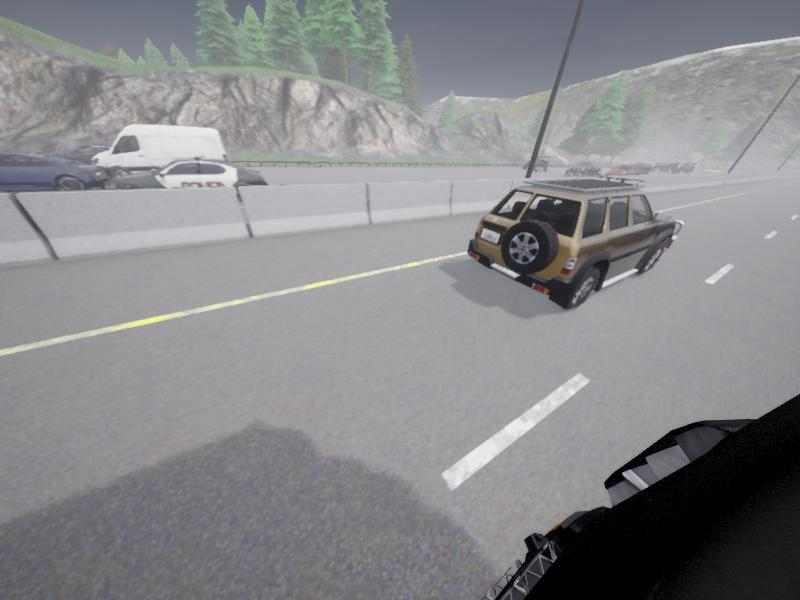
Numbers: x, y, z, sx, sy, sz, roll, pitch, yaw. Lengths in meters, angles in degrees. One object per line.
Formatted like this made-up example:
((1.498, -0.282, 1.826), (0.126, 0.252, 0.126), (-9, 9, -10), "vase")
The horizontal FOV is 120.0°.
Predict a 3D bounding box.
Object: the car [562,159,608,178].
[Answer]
((21.748, -15.523, 27.216), (4.553, 1.767, 2.097), (-16, 38, -26), "car")

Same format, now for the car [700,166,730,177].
((56.480, -23.119, 41.453), (5.366, 1.575, 1.801), (-16, 38, -26), "car")

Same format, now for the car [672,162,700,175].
((53.503, -24.645, 43.220), (3.866, 1.878, 1.905), (-16, 38, -26), "car")

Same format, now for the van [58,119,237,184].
((-13.006, -8.128, 12.832), (5.915, 2.561, 1.988), (-16, 38, -26), "van")

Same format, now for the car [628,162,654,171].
((50.774, -28.177, 48.691), (4.902, 1.511, 2.128), (-16, 38, -26), "car")

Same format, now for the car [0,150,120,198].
((-14.622, -4.938, 8.991), (4.181, 1.385, 1.994), (-16, 38, -26), "car")

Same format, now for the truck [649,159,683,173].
((53.763, -27.059, 46.646), (6.274, 2.098, 2.390), (-16, 38, -26), "truck")

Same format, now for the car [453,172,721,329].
((3.610, -1.389, 4.589), (4.605, 1.855, 1.932), (-16, 38, -26), "car")

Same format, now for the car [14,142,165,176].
((-18.011, -8.515, 13.962), (4.902, 1.511, 2.128), (-16, 38, -26), "car")

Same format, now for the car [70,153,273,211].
((-7.968, -4.665, 8.938), (4.974, 1.542, 2.038), (-16, 38, -26), "car")

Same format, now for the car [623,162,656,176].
((35.471, -19.385, 34.212), (3.988, 1.617, 1.851), (-16, 38, -26), "car")

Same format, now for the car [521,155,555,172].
((19.559, -19.424, 32.813), (3.866, 1.878, 1.905), (-16, 38, -26), "car")

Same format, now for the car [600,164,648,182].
((24.669, -14.005, 25.406), (4.514, 1.525, 2.007), (-16, 38, -26), "car")
